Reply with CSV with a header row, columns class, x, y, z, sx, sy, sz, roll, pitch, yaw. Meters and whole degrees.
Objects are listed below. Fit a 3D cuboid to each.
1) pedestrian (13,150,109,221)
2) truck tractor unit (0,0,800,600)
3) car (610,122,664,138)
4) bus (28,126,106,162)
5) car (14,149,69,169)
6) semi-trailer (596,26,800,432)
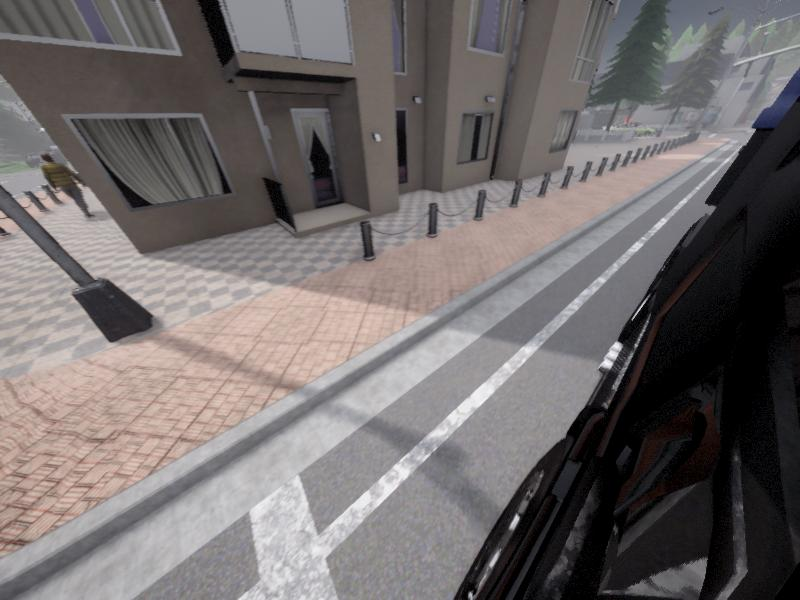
class,x,y,z,sx,sy,sz,roll,pitch,yaw
pedestrian,-10.468,-3.581,7.269,0.751,1.860,0.751,-28,44,-30
truck tractor unit,2.645,-0.295,0.352,6.516,4.208,3.053,-28,44,-30
car,31.636,-22.721,30.948,2.007,1.525,4.514,-27,43,-29
bus,-53.321,-25.444,37.635,3.944,4.253,10.273,-27,43,-29
car,-43.215,-17.142,28.016,2.242,1.667,4.611,-27,43,-29
semi-trailer,8.809,-3.519,4.128,14.254,4.402,2.717,-27,43,-29
